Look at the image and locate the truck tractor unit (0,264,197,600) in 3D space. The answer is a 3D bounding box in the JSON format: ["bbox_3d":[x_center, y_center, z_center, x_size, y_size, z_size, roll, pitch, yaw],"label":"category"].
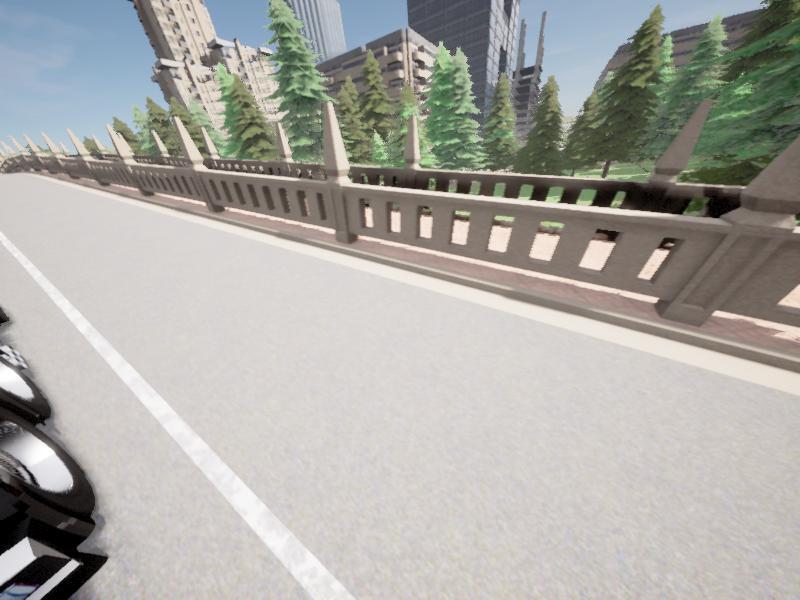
[{"bbox_3d":[-5.110,-0.302,0.782,6.516,4.208,3.053,18,39,24],"label":"truck tractor unit"}]
